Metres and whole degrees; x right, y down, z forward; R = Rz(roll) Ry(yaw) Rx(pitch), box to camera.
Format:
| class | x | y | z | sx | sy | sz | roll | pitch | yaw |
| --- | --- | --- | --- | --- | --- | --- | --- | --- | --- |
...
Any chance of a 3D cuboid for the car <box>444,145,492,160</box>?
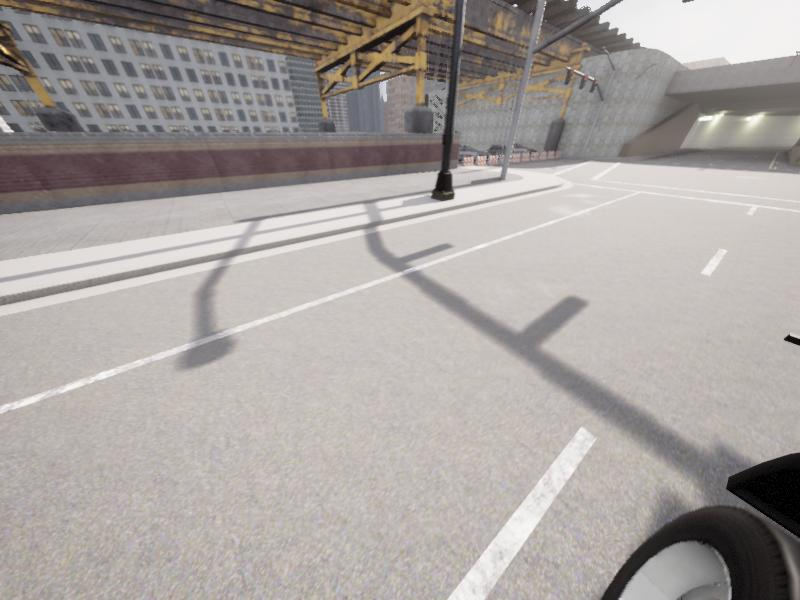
| class | x | y | z | sx | sy | sz | roll | pitch | yaw |
| --- | --- | --- | --- | --- | --- | --- | --- | --- | --- |
| car | 6.913 | -15.272 | 23.901 | 4.536 | 1.218 | 1.853 | 5 | 35 | 7 |

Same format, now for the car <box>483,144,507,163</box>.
| class | x | y | z | sx | sy | sz | roll | pitch | yaw |
| --- | --- | --- | --- | --- | --- | --- | --- | --- | --- |
| car | 10.742 | -16.675 | 26.134 | 2.038 | 1.542 | 4.974 | 11 | 37 | 15 |

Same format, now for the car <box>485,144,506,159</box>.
| class | x | y | z | sx | sy | sz | roll | pitch | yaw |
| --- | --- | --- | --- | --- | --- | --- | --- | --- | --- |
| car | 10.758 | -16.832 | 26.083 | 1.853 | 1.218 | 4.536 | 11 | 37 | 15 |

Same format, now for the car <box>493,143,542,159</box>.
| class | x | y | z | sx | sy | sz | roll | pitch | yaw |
| --- | --- | --- | --- | --- | --- | --- | --- | --- | --- |
| car | 14.697 | -18.828 | 29.158 | 4.974 | 1.542 | 2.038 | -4 | 35 | -5 |

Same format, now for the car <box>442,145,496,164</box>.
| class | x | y | z | sx | sy | sz | roll | pitch | yaw |
| --- | --- | --- | --- | --- | --- | --- | --- | --- | --- |
| car | 6.965 | -15.139 | 23.986 | 4.974 | 1.542 | 2.038 | 5 | 35 | 7 |

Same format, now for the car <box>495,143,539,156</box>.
| class | x | y | z | sx | sy | sz | roll | pitch | yaw |
| --- | --- | --- | --- | --- | --- | --- | --- | --- | --- |
| car | 14.645 | -18.953 | 29.063 | 4.536 | 1.218 | 1.853 | -4 | 35 | -5 |
